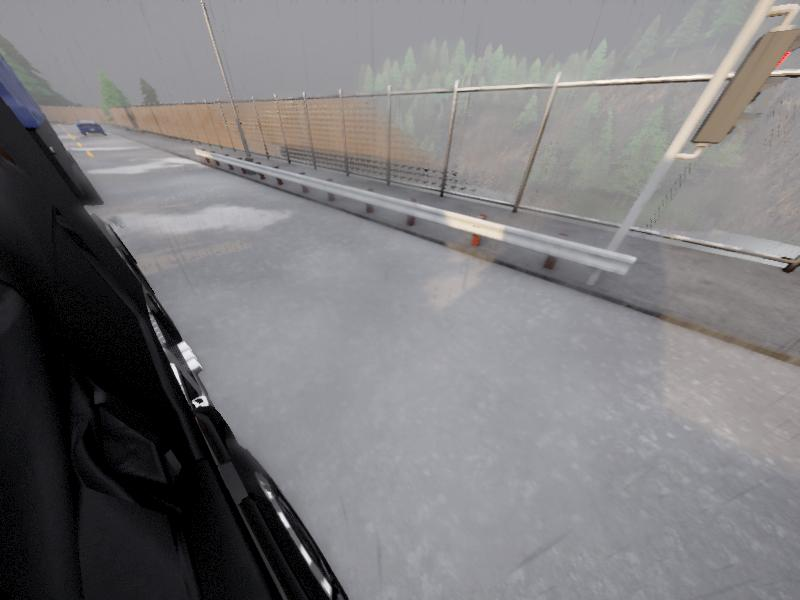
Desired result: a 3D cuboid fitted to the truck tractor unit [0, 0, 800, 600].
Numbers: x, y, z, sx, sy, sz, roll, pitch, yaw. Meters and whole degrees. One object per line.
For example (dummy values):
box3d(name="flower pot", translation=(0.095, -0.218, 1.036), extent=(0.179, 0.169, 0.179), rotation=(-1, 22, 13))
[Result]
box3d(name="truck tractor unit", translation=(-2.645, -0.295, 0.351), extent=(6.516, 4.208, 3.053), rotation=(28, 44, 30))

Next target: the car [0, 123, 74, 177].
box3d(name="car", translation=(-17.276, -7.029, 10.617), extent=(5.238, 1.638, 1.930), rotation=(28, 44, 30))

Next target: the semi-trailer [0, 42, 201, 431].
box3d(name="semi-trailer", translation=(-8.699, -3.599, 4.235), extent=(14.254, 4.402, 2.717), rotation=(28, 44, 30))

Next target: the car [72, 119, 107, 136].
box3d(name="car", translation=(-38.821, -21.587, 28.857), extent=(5.008, 1.535, 1.882), rotation=(28, 44, 30))
